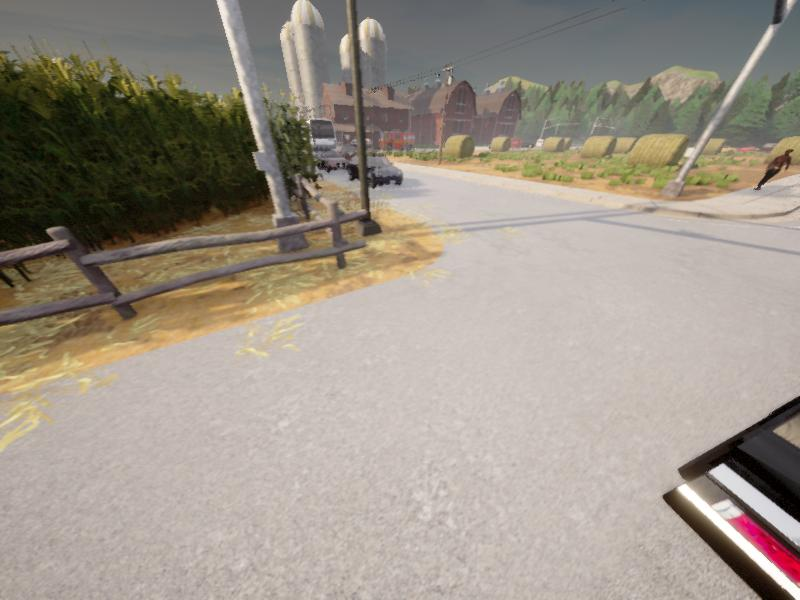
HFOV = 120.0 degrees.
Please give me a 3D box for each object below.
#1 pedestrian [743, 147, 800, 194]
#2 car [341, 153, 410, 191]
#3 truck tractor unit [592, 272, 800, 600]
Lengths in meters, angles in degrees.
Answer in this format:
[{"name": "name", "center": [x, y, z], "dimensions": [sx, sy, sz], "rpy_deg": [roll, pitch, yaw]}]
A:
[{"name": "pedestrian", "center": [17.992, -6.248, 11.152], "dimensions": [0.751, 1.860, 0.751], "rpy_deg": [-28, 44, -34]}, {"name": "car", "center": [-1.639, -7.930, 14.022], "dimensions": [2.163, 1.488, 4.792], "rpy_deg": [-19, 39, -25]}, {"name": "truck tractor unit", "center": [5.267, -0.102, 0.511], "dimensions": [6.516, 4.208, 3.053], "rpy_deg": [-11, 36, -16]}]
